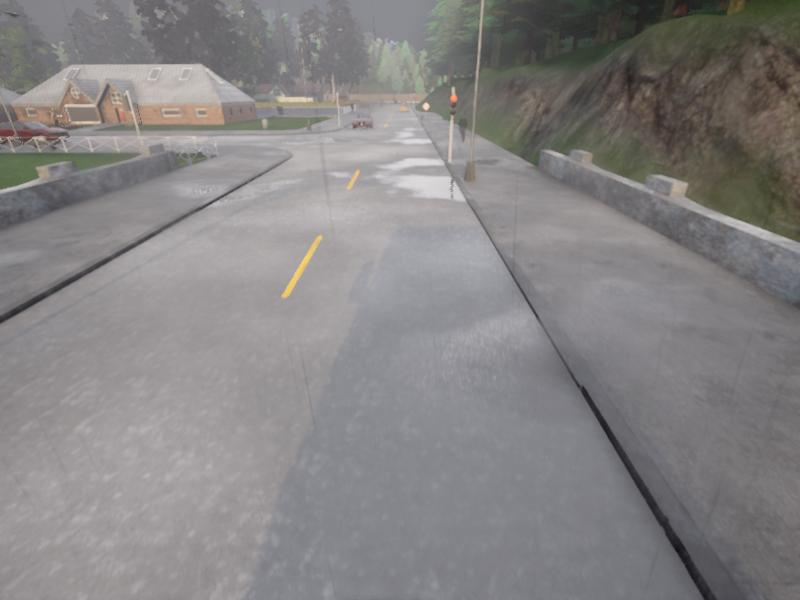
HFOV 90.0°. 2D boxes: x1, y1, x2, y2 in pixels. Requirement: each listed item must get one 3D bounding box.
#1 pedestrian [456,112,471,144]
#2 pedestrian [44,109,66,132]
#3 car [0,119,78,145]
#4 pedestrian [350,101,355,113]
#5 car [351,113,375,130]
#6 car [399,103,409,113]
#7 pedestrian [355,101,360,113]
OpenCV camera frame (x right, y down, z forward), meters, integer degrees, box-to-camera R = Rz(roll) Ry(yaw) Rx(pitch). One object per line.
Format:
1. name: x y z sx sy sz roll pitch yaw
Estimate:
1. pedestrian: 4.138 -11.202 26.120 0.751 1.860 0.751 1 27 2
2. pedestrian: -31.091 -16.203 36.109 0.751 1.860 0.751 -5 28 -9
3. car: -26.186 -11.847 28.222 5.008 1.535 1.882 0 27 1
4. pedestrian: -8.715 -35.376 73.311 0.751 1.860 0.751 0 27 0
5. car: -3.641 -17.849 39.943 1.994 1.385 4.181 0 27 0
6. car: 0.707 -36.922 76.846 1.801 1.575 5.366 0 27 1
7. pedestrian: -7.583 -34.243 71.096 0.751 1.860 0.751 -2 27 -3
